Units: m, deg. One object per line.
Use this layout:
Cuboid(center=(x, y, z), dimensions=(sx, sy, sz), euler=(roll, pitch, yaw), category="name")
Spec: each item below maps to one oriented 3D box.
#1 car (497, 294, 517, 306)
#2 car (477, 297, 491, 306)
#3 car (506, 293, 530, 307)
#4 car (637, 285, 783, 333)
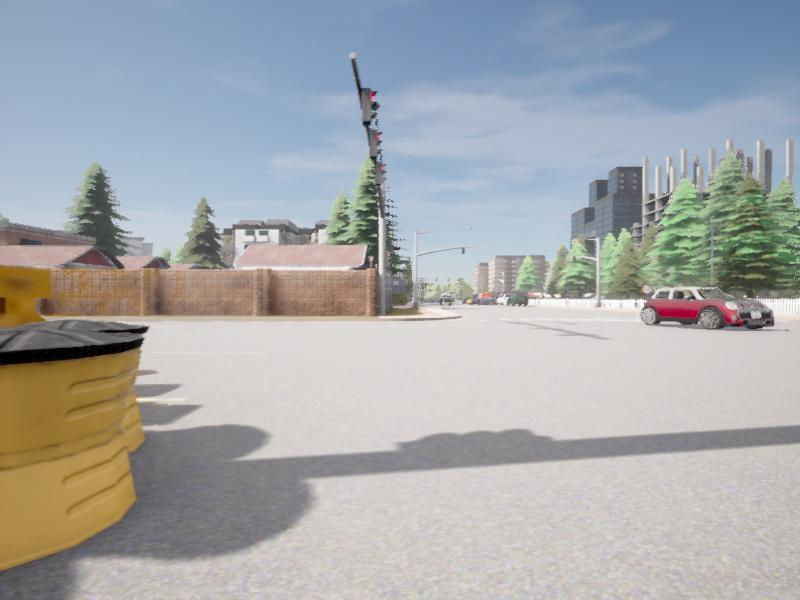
Cuboid(center=(18.235, -0.002, 68.579), dimensions=(2.150, 2.045, 5.566), euler=(0, 0, 2), category="car")
Cuboid(center=(14.812, 0.238, 71.034), dimensions=(1.789, 1.549, 3.705), euler=(0, 0, 2), category="car")
Cuboid(center=(18.011, -0.003, 61.279), dimensions=(2.150, 2.045, 5.566), euler=(0, 0, 1), category="car")
Cuboid(center=(10.833, 0.270, 14.388), dimensions=(1.970, 1.475, 3.806), euler=(0, 0, -11), category="car")
